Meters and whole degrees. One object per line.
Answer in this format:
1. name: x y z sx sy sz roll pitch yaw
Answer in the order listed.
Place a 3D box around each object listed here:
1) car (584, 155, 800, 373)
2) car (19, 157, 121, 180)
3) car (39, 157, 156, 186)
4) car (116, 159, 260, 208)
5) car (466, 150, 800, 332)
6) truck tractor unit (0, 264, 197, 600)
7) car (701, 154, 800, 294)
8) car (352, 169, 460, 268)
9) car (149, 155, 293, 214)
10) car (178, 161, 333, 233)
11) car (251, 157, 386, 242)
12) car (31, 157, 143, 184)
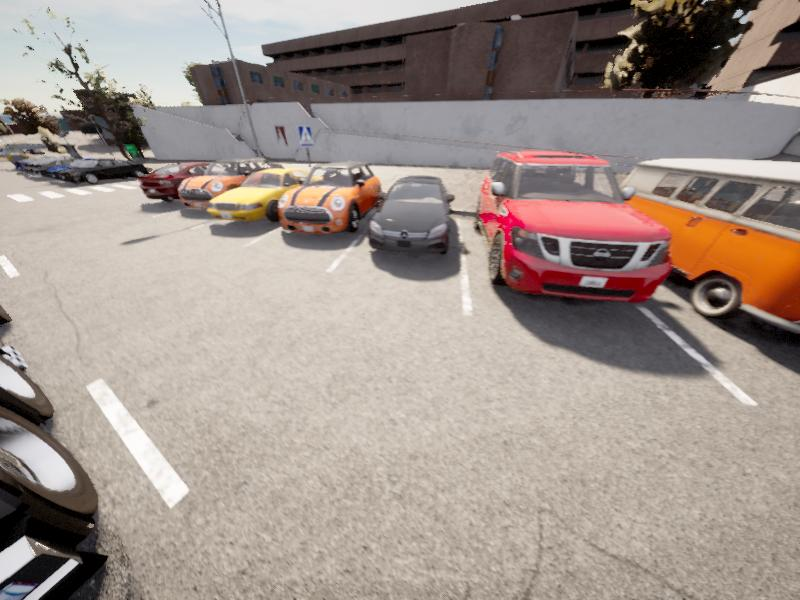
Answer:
1. car: 5.615 -1.145 3.857 1.878 1.987 4.442 6 35 8
2. car: -30.366 -12.369 21.578 2.231 1.521 4.892 5 34 10
3. car: -22.700 -10.012 17.777 2.097 1.535 5.008 5 34 9
4. car: -9.831 -5.996 11.495 2.097 1.535 5.008 5 34 9
5. car: 3.057 -2.055 5.141 2.435 2.045 5.566 6 35 8
6. truck tractor unit: -5.121 -0.290 0.789 6.516 4.208 3.053 18 39 24
7. car: 8.212 -0.400 2.734 2.435 2.045 5.566 6 35 8
8. car: 0.480 -2.670 6.564 2.002 1.452 4.674 6 35 8
9. car: -7.243 -5.304 10.211 2.185 1.767 4.553 5 34 8
10. car: -4.700 -4.260 8.858 1.946 1.575 5.366 6 34 8
11. car: -2.092 -3.654 7.729 2.185 1.767 4.553 6 34 8
12. car: -25.262 -10.798 19.040 2.097 1.535 5.008 5 34 9
